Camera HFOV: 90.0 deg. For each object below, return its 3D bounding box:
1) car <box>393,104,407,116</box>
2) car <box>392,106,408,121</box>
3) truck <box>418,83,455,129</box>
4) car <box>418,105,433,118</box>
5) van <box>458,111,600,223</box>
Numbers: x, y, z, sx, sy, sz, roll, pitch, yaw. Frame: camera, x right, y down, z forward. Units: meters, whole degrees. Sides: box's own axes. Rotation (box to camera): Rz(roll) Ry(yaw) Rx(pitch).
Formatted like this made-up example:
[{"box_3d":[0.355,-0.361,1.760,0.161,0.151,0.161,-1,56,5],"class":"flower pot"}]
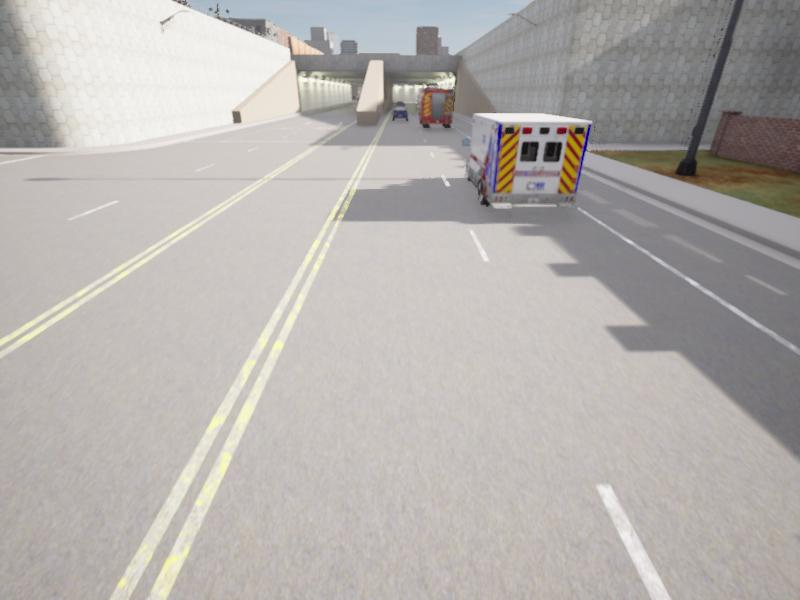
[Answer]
[{"box_3d":[0.049,-28.748,60.565,2.033,1.411,5.357,0,27,0],"class":"car"},{"box_3d":[0.039,-23.365,50.012,1.882,1.535,5.008,0,27,0],"class":"car"},{"box_3d":[3.543,-19.883,40.830,2.891,3.827,8.468,0,27,0],"class":"truck"},{"box_3d":[3.538,-26.792,56.761,1.812,1.442,4.674,0,27,0],"class":"car"},{"box_3d":[3.516,-4.566,12.769,2.351,2.431,6.366,0,27,0],"class":"van"}]
